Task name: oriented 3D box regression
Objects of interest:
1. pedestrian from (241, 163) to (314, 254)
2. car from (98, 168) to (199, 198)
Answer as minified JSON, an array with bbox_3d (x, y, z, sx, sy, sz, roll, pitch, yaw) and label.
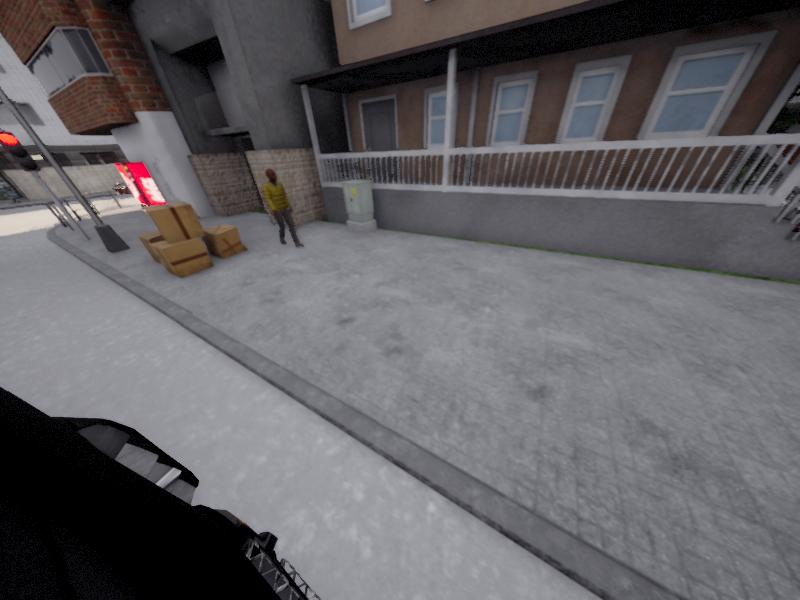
[{"bbox_3d":[-2.850,-2.184,5.538,0.751,1.860,0.751,21,40,31],"label":"pedestrian"},{"bbox_3d":[-19.407,-9.291,18.147,2.163,1.488,4.792,16,38,26],"label":"car"}]
